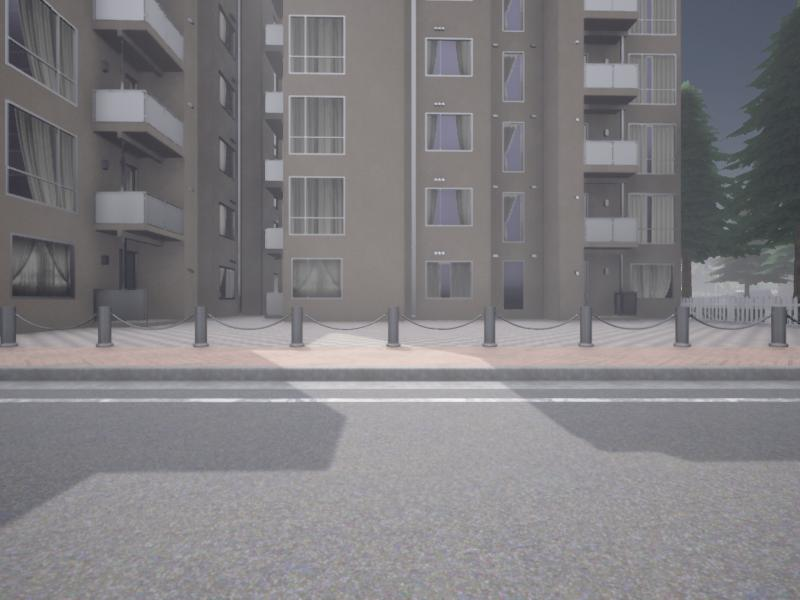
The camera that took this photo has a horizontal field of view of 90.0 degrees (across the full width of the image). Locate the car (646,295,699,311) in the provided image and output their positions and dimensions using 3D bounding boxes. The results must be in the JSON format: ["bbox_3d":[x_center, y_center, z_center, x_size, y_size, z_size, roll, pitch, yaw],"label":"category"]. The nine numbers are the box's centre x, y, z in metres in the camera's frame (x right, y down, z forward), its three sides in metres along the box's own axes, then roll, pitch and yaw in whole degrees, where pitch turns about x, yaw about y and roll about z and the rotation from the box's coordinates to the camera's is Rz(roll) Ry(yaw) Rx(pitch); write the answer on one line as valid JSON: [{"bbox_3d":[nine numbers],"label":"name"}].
[{"bbox_3d":[27.379,0.258,40.418,1.837,1.490,4.892,0,0,-2],"label":"car"}]
